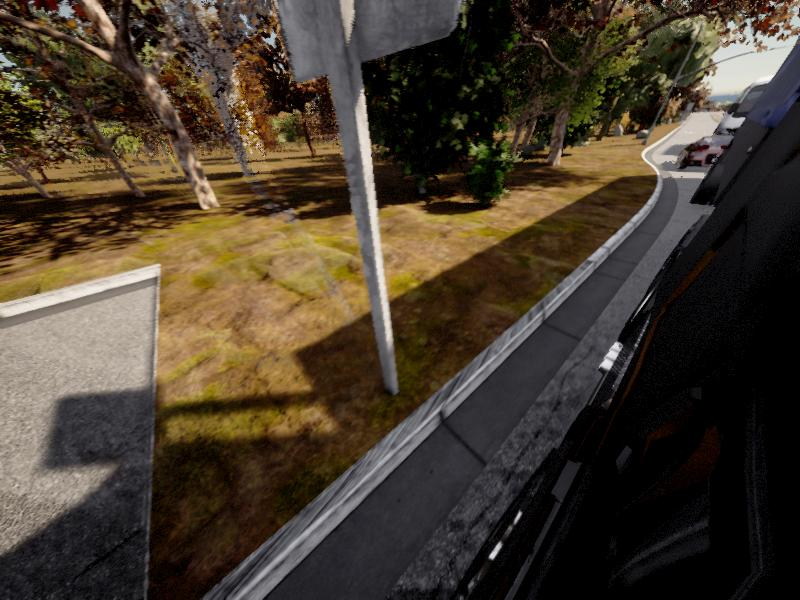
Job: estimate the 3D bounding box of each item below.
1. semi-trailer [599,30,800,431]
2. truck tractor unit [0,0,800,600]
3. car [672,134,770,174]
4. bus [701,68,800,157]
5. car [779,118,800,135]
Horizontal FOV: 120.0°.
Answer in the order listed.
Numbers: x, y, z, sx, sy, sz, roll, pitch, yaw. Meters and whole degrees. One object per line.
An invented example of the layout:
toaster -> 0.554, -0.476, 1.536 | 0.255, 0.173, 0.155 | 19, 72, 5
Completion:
semi-trailer -> 8.634, -3.645, 4.294 | 14.254, 4.402, 2.717 | -29, 44, -30
truck tractor unit -> 2.645, -0.295, 0.351 | 6.516, 4.208, 3.053 | -28, 44, -30
car -> 15.688, -7.430, 11.623 | 1.994, 1.385, 4.181 | 24, 43, 33
bus -> 26.859, -13.743, 17.163 | 10.273, 4.253, 3.944 | -31, 45, -33
car -> 46.665, -20.180, 26.815 | 4.193, 1.474, 1.816 | -32, 46, -33
